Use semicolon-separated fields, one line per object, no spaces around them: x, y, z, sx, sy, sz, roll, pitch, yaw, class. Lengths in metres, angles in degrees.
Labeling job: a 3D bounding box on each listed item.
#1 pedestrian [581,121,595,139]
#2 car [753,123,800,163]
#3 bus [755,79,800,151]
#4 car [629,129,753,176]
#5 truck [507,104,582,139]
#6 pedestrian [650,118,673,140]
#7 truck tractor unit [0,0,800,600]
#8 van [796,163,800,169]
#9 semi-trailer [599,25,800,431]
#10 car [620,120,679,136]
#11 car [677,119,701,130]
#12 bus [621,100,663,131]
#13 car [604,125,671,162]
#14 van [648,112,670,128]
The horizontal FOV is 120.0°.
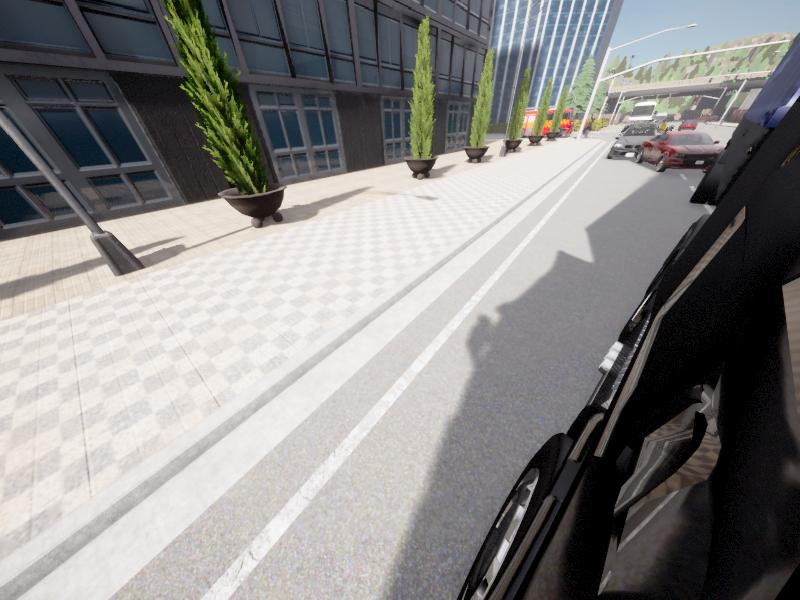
24.343;-21.959;29.872;0.751;1.860;0.751;25;45;31;pedestrian
21.892;-8.431;12.289;2.128;1.511;4.902;24;44;31;car
30.369;-12.926;15.490;3.944;4.253;10.273;24;45;32;bus
13.735;-7.441;11.443;1.882;1.535;5.008;13;39;21;car
21.622;-27.045;35.233;8.468;3.827;2.891;25;45;32;truck
27.719;-18.118;24.535;0.751;1.860;0.751;13;40;20;pedestrian
2.645;-0.295;0.351;6.516;4.208;3.053;-28;44;-30;truck tractor unit
17.143;-5.093;7.358;2.351;2.431;6.366;24;44;31;van
8.613;-3.661;4.310;14.254;4.402;2.717;-29;44;-31;semi-trailer
33.891;-23.547;31.629;5.238;1.638;1.930;24;44;30;car
49.133;-29.896;39.399;1.994;1.385;4.181;26;46;33;car
47.629;-36.318;45.661;3.944;4.253;10.273;24;44;31;bus
15.229;-10.216;14.961;2.242;1.667;4.611;24;44;32;car
55.759;-38.725;49.806;1.988;2.561;5.915;24;44;31;van
